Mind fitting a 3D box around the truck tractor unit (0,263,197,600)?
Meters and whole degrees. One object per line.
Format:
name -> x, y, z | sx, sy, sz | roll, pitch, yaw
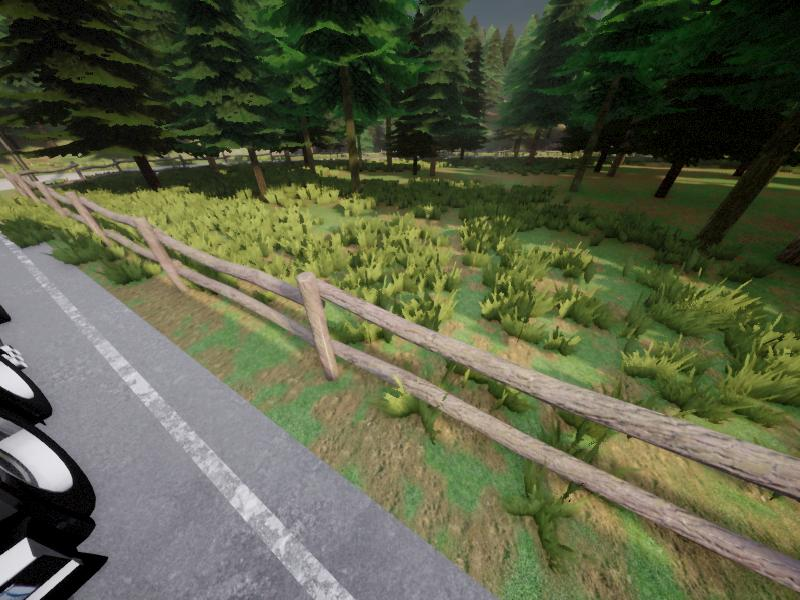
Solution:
truck tractor unit -> -5.109, -0.302, 0.782 | 6.516, 4.208, 3.053 | 18, 39, 24
